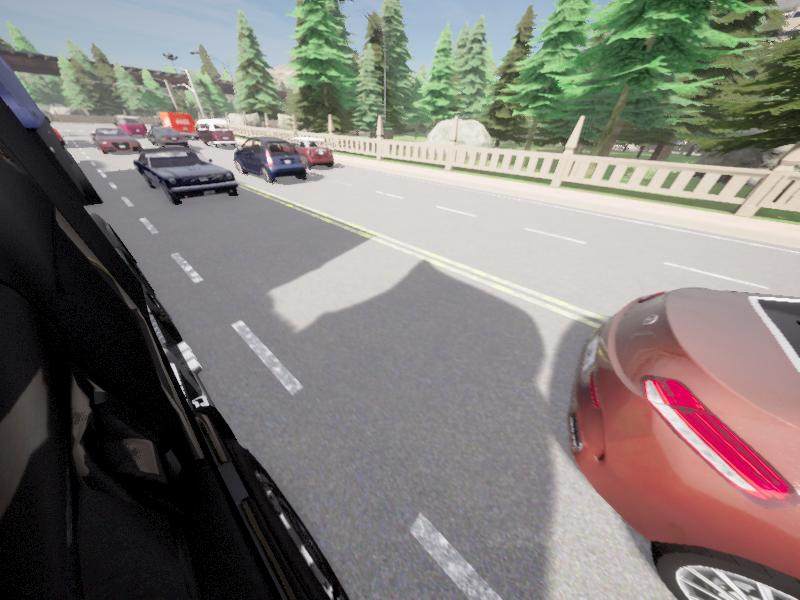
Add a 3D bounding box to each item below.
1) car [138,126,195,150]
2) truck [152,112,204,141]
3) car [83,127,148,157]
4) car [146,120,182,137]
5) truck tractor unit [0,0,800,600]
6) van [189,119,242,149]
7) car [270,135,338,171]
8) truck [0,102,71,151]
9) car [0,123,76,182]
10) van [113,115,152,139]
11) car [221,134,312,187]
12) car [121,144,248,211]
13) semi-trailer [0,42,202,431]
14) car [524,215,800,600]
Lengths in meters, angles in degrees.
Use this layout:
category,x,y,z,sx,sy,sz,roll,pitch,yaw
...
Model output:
category,x,y,z,sx,sy,sz,roll,pitch,yaw
car,-20.050,-13.927,19.798,5.357,1.411,2.033,28,44,30
truck,-25.783,-20.178,26.875,5.204,2.467,2.627,28,44,30
car,-19.234,-10.740,15.613,4.181,1.385,1.994,28,44,30
car,-31.539,-22.908,30.853,4.856,1.649,2.033,28,44,30
truck tractor unit,-2.645,-0.295,0.351,6.516,4.208,3.053,28,44,30
van,-16.980,-15.294,21.269,4.480,2.038,2.069,27,43,31
car,-5.908,-9.127,14.242,3.806,1.475,1.970,28,44,30
truck,-26.202,-12.183,16.165,5.204,2.467,2.627,28,44,30
car,-16.101,-6.431,9.842,5.238,1.638,1.930,28,44,30
van,-30.861,-19.954,26.650,4.442,1.987,1.775,28,44,30
car,-6.192,-6.597,10.732,3.988,1.617,1.851,28,44,30
car,-7.553,-4.457,8.044,4.718,1.301,1.895,28,44,30
semi-trailer,-8.698,-3.608,4.224,14.254,4.402,2.717,28,44,30
car,3.599,1.378,0.703,5.027,1.651,2.152,28,44,30
